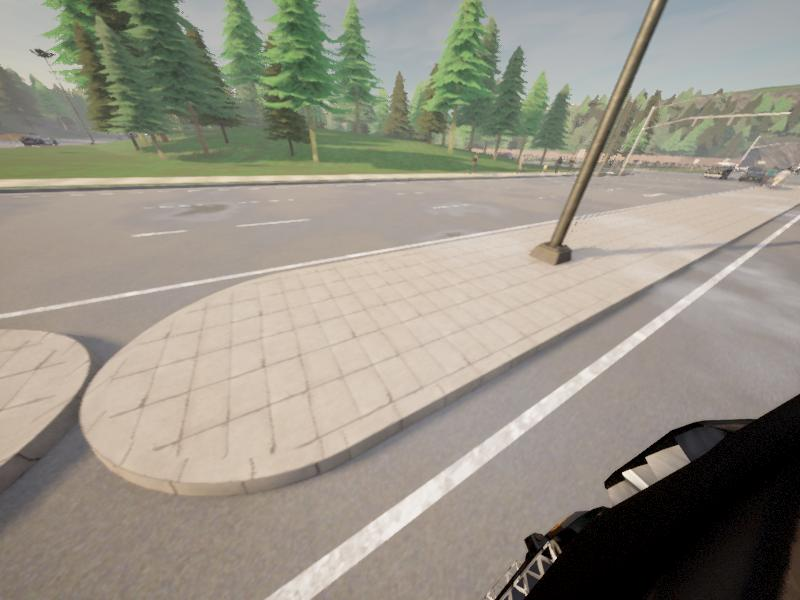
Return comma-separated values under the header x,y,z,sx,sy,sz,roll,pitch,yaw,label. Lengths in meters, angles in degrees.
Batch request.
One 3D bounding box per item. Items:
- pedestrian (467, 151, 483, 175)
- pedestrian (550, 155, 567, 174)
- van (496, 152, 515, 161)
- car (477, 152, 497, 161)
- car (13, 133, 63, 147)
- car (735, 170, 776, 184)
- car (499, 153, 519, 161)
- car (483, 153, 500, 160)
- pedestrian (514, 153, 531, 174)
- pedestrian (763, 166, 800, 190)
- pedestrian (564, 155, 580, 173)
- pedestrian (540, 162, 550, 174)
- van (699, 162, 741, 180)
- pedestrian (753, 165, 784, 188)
x,y,z,sx,sy,sz,roll,pitch,yaw,label
7.124,-12.999,21.932,0.751,1.860,0.751,-16,38,-25,pedestrian
18.078,-15.432,26.364,0.751,1.860,0.751,-21,40,-31,pedestrian
29.420,-40.285,64.681,1.775,1.987,4.442,-16,38,-25,van
23.251,-38.507,61.882,2.033,1.649,4.856,-16,38,-25,car
-55.215,-24.525,35.412,2.038,1.542,4.974,-15,38,-25,car
46.618,-16.152,30.262,4.181,1.385,1.994,-15,38,-25,car
31.687,-41.762,67.417,2.038,1.542,4.974,-16,38,-25,car
25.570,-40.052,64.471,1.851,1.617,3.988,-16,38,-25,car
13.118,-14.617,24.786,0.751,1.860,0.751,-17,38,-27,pedestrian
35.251,-11.280,21.380,0.751,1.860,0.751,-7,35,-14,pedestrian
21.387,-16.892,28.790,0.751,1.860,0.751,-12,36,-21,pedestrian
16.541,-15.026,26.330,0.500,1.100,0.500,-19,39,-29,pedestrian
45.518,-18.344,32.865,4.480,2.038,2.069,-15,38,-25,van
36.449,-12.219,22.875,0.751,1.860,0.751,-15,37,-24,pedestrian
